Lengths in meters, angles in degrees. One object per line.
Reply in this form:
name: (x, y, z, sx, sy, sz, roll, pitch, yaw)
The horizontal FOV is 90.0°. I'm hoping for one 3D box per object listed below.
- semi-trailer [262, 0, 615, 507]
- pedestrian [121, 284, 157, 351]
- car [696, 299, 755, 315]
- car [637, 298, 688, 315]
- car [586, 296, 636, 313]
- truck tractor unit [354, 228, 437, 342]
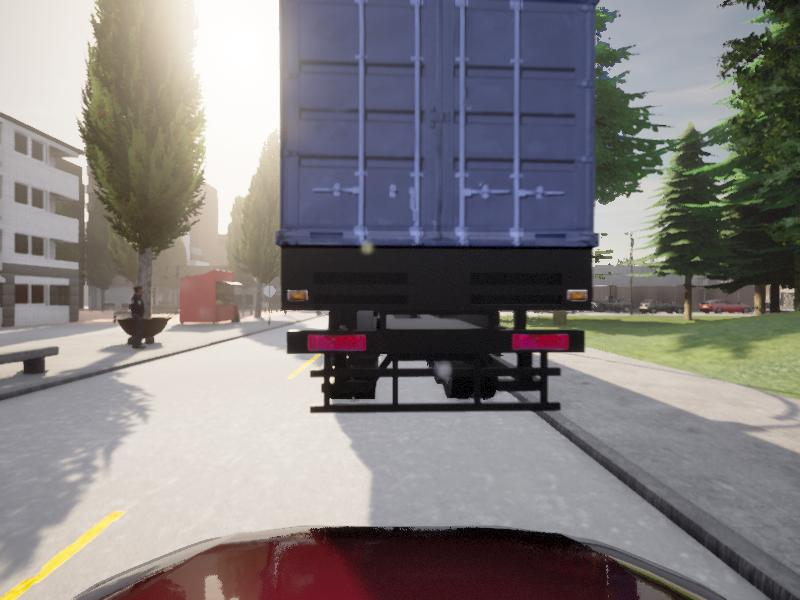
semi-trailer: (0.029, -0.652, 10.187, 2.717, 4.402, 14.254, 0, 0, -2)
pedestrian: (-7.581, 0.491, 11.611, 0.751, 1.860, 0.751, 0, 0, -42)
car: (33.395, 0.695, 41.110, 4.514, 1.525, 2.007, 0, 0, -3)
car: (26.889, 0.654, 41.094, 3.988, 1.617, 1.851, 0, 0, -1)
car: (23.677, 0.504, 45.017, 4.605, 1.855, 1.932, 0, 0, -2)
truck tractor unit: (-0.303, -0.585, 18.092, 3.053, 4.208, 6.516, 0, 1, -3)
